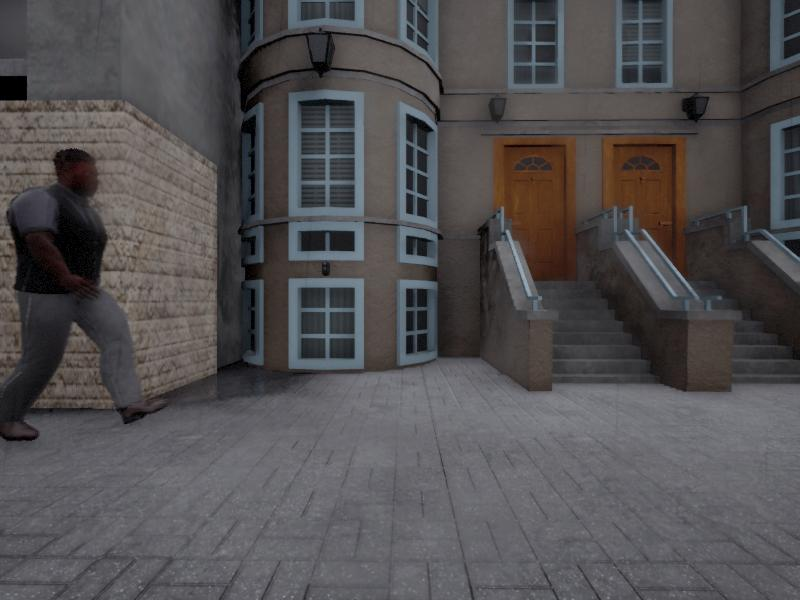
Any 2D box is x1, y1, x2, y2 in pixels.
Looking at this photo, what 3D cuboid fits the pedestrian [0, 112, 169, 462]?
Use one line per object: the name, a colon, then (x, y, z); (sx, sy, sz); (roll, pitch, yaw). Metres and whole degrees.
pedestrian: (-2.038, -0.067, 2.503); (0.751, 1.860, 0.751); (0, 0, 0)
